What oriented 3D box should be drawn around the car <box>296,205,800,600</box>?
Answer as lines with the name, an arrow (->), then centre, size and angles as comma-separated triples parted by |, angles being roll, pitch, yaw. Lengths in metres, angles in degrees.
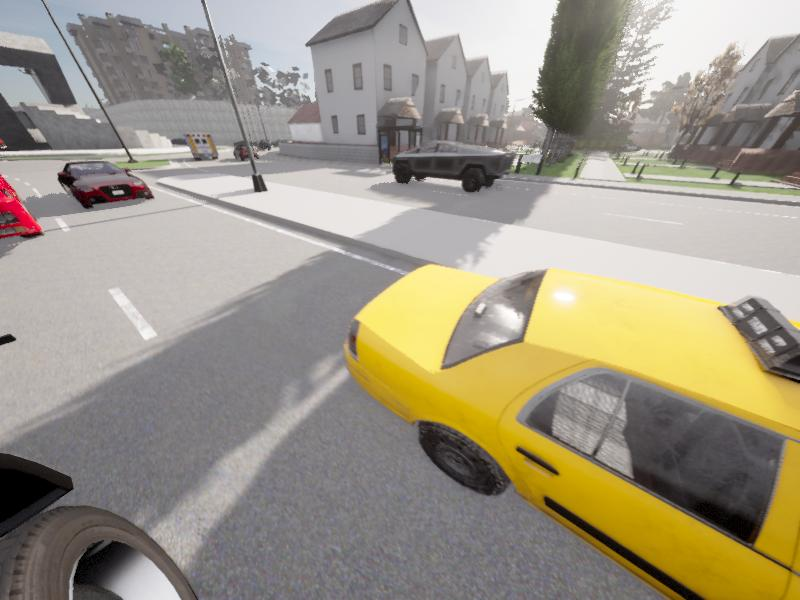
car -> 2.004, 0.824, 1.392 | 5.366, 1.575, 1.801 | 22, 41, 28

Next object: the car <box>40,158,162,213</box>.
car -> -11.982, -4.747, 9.276 | 4.181, 1.385, 1.994 | 22, 40, 27

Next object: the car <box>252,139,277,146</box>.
car -> -35.068, -40.900, 60.008 | 2.038, 1.542, 4.974 | 24, 41, 29

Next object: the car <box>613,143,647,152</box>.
car -> 48.332, -32.094, 48.611 | 4.974, 1.542, 2.038 | -4, 35, -6

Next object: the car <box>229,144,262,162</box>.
car -> -17.102, -16.357, 25.553 | 1.816, 1.474, 4.193 | -26, 43, -33

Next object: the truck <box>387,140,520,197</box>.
truck -> 2.537, -7.254, 12.388 | 6.274, 2.098, 2.390 | 22, 41, 28

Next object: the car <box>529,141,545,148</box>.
car -> 39.408, -44.915, 66.593 | 4.856, 1.649, 2.033 | -28, 44, -34

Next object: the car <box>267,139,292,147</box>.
car -> -31.061, -40.608, 59.646 | 2.038, 1.542, 4.974 | 24, 42, 30

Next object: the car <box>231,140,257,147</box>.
car -> -36.717, -36.908, 54.409 | 4.674, 1.442, 1.812 | -29, 45, -35

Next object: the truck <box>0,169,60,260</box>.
truck -> -12.534, -3.538, 5.429 | 8.468, 3.827, 2.891 | 22, 40, 27

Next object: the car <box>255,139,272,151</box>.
car -> -25.483, -29.035, 43.244 | 1.930, 1.638, 5.238 | -12, 37, -18

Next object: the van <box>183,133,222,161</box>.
van -> -22.359, -17.396, 26.127 | 2.351, 2.431, 6.366 | -23, 41, -29

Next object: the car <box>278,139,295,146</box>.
car -> -31.403, -43.680, 63.994 | 1.845, 1.501, 3.633 | 23, 41, 29
